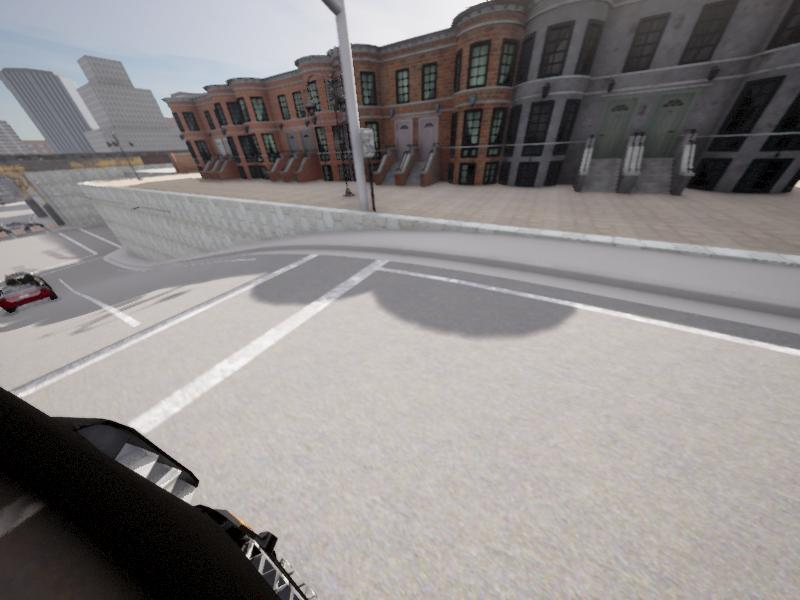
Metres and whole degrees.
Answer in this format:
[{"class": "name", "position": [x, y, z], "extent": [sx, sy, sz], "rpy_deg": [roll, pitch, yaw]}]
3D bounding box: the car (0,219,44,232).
[{"class": "car", "position": [-70.368, -13.794, 42.746], "extent": [4.536, 1.218, 1.853], "rpy_deg": [-20, 37, -24]}]

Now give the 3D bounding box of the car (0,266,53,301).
[{"class": "car", "position": [-33.316, -1.557, 20.484], "extent": [4.605, 1.855, 1.932], "rpy_deg": [10, 35, 30]}]

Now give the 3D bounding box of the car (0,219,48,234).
[{"class": "car", "position": [-70.317, -13.679, 42.855], "extent": [4.974, 1.542, 2.038], "rpy_deg": [-20, 37, -24]}]

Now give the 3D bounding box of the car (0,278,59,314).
[{"class": "car", "position": [-24.804, -0.364, 15.316], "extent": [4.181, 1.385, 1.994], "rpy_deg": [3, 32, 34]}]
